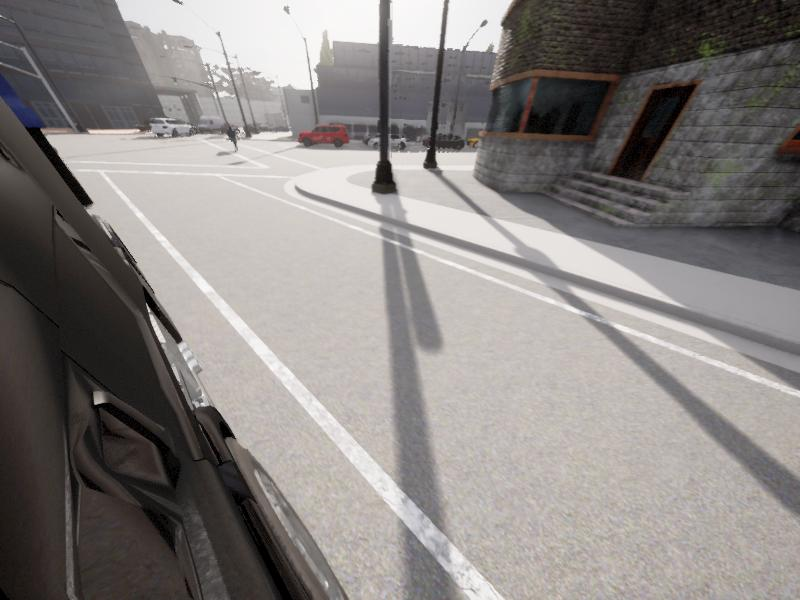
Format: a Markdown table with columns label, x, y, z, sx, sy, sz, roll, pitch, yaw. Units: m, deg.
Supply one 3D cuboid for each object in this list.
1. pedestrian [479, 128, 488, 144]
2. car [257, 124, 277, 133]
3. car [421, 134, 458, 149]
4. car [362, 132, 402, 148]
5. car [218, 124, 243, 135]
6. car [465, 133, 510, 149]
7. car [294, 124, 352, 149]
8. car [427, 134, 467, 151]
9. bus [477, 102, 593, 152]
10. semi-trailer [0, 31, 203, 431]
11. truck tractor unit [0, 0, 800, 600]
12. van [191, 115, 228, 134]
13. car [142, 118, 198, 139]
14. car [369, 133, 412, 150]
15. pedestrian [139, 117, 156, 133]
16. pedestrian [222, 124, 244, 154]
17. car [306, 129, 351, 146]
| label | x | y | z | sx | sy | sz | roll | pitch | yaw |
| --- | --- | --- | --- | --- | --- | --- | --- | --- | --- |
| pedestrian | 12.885 | -25.317 | 35.679 | 0.751 | 1.860 | 0.751 | -9 | 38 | -14 |
| car | -32.328 | -41.792 | 56.217 | 1.930 | 1.638 | 5.238 | 2 | 37 | 0 |
| car | 5.029 | -20.495 | 29.820 | 4.181 | 1.385 | 1.994 | -1 | 37 | -3 |
| car | -2.274 | -20.299 | 29.228 | 4.892 | 1.490 | 1.837 | -2 | 37 | -5 |
| car | -31.589 | -31.840 | 43.101 | 1.816 | 1.474 | 4.193 | -1 | 37 | -4 |
| car | 11.363 | -20.826 | 30.248 | 5.008 | 1.535 | 1.882 | -3 | 37 | -4 |
| car | -8.413 | -18.250 | 25.732 | 5.566 | 2.045 | 2.150 | -1 | 37 | -5 |
| car | 5.398 | -18.451 | 27.018 | 4.193 | 1.474 | 1.816 | -2 | 37 | -4 |
| bus | 15.046 | -19.891 | 26.790 | 10.273 | 4.253 | 3.944 | -3 | 37 | -4 |
| semi-trailer | -8.793 | -3.529 | 4.147 | 14.254 | 4.402 | 2.717 | 27 | 43 | 29 |
| truck tractor unit | -2.645 | -0.295 | 0.352 | 6.516 | 4.208 | 3.053 | 28 | 44 | 30 |
| van | -35.057 | -32.412 | 42.775 | 1.988 | 2.561 | 5.915 | -1 | 37 | -5 |
| car | -30.583 | -23.176 | 31.120 | 2.150 | 2.045 | 5.566 | 0 | 37 | -4 |
| car | -1.147 | -18.208 | 26.520 | 4.674 | 1.442 | 1.812 | -2 | 37 | -5 |
| pedestrian | -38.319 | -26.579 | 35.066 | 0.751 | 1.860 | 0.751 | 0 | 37 | -3 |
| pedestrian | -13.144 | -12.695 | 18.207 | 0.751 | 1.860 | 0.751 | -28 | 47 | -34 |
| car | -8.733 | -20.147 | 28.677 | 5.008 | 1.535 | 1.882 | -1 | 37 | -5 |
